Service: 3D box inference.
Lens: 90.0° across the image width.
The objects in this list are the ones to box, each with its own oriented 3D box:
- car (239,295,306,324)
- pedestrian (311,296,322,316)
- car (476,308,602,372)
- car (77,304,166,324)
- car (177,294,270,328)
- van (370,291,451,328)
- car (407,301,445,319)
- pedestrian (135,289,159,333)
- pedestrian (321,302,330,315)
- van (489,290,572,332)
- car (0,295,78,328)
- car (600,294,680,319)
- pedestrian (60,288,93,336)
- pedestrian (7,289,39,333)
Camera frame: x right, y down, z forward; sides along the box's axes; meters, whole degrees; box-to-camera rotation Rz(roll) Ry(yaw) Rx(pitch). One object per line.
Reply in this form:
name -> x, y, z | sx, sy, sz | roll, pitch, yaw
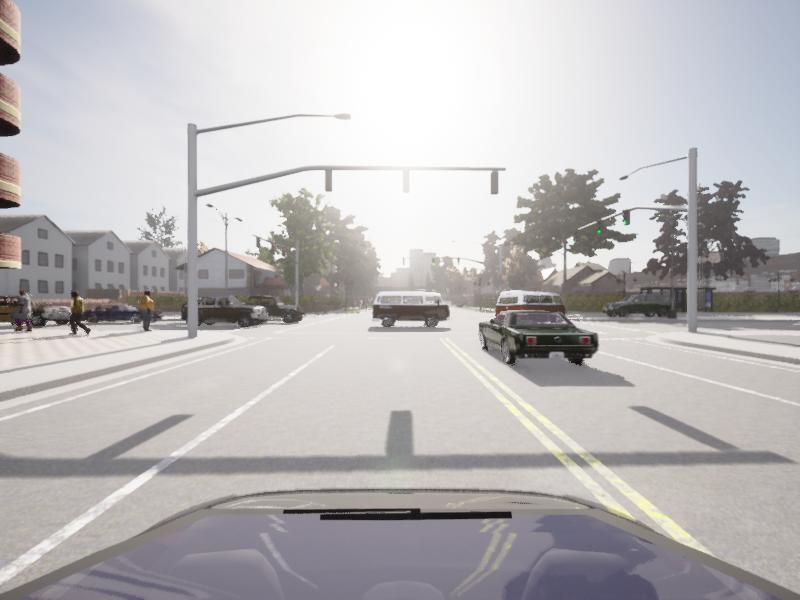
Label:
car -> -8.476, 0.617, 26.882 | 3.866, 1.878, 1.905 | 0, 0, 1
pedestrian -> -7.835, 0.597, 37.579 | 0.751, 1.860, 0.751 | 0, 0, 4
car -> 3.499, 0.931, 11.147 | 1.895, 1.301, 4.718 | 0, 0, 0
car -> -18.761, 0.915, 27.044 | 4.718, 1.301, 1.895 | 0, 0, 1
car -> -10.211, 0.624, 23.409 | 4.605, 1.855, 1.932 | 1, 0, 1
van -> 0.614, 0.547, 23.240 | 4.480, 2.038, 2.069 | 0, 0, 1
car -> 2.417, 0.813, 35.815 | 2.163, 1.488, 4.792 | 0, 0, 19
pedestrian -> -11.172, 0.465, 17.654 | 0.751, 1.860, 0.751 | 0, 0, 45
pedestrian -> -7.628, 0.874, 40.896 | 0.751, 1.300, 0.751 | 0, 0, 2
van -> 7.093, 0.550, 21.487 | 4.480, 2.038, 2.069 | 0, -2, -39
car -> -22.079, 0.624, 23.591 | 4.605, 1.855, 1.932 | 1, 0, 1
car -> 20.540, 0.532, 34.430 | 5.566, 2.045, 2.150 | 0, 0, 1
pedestrian -> -12.788, 0.461, 15.839 | 0.751, 1.860, 0.751 | 0, 0, -8
pedestrian -> -16.539, 0.465, 17.566 | 0.751, 1.860, 0.751 | 0, 0, -8
